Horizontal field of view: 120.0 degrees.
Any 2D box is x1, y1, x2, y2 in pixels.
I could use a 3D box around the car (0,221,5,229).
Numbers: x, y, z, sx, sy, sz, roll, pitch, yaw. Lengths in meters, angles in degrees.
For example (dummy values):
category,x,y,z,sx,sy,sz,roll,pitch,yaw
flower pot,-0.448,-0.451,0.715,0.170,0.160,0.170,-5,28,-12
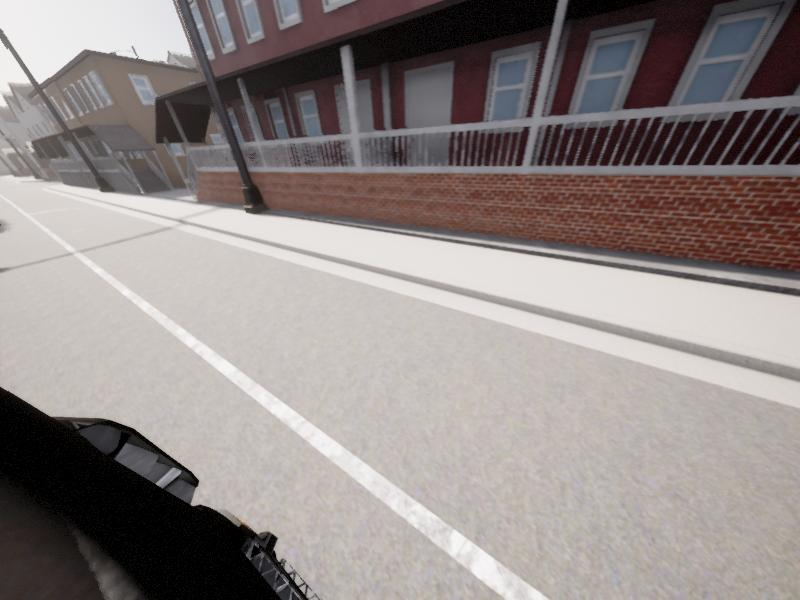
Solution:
category,x,y,z,sx,sy,sz,roll,pitch,yaw
car,-19.162,-3.793,9.761,4.674,1.442,1.812,17,38,27
